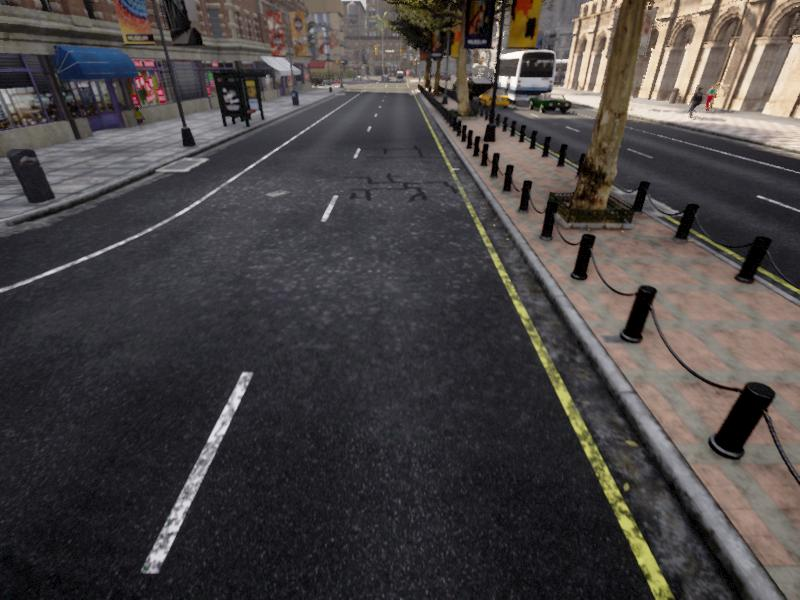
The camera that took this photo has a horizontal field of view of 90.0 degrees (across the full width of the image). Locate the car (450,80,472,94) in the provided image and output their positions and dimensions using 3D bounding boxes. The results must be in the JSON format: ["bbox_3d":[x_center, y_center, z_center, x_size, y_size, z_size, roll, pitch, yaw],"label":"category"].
[{"bbox_3d":[8.012,-28.243,52.977,2.128,1.511,4.902,0,30,0],"label":"car"}]

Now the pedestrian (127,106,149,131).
[{"bbox_3d":[-13.500,-9.367,20.655,0.500,1.100,0.500,1,30,2],"label":"pedestrian"}]

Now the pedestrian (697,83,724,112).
[{"bbox_3d":[22.824,-14.933,29.460,0.751,1.860,0.751,1,30,1],"label":"pedestrian"}]

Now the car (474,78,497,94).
[{"bbox_3d":[11.516,-28.879,53.954,2.033,1.649,4.856,0,30,0],"label":"car"}]

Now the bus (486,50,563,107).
[{"bbox_3d":[11.380,-21.194,38.171,3.944,4.253,10.273,0,30,0],"label":"bus"}]

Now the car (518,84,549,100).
[{"bbox_3d":[14.761,-23.225,44.579,1.895,1.301,4.718,0,30,0],"label":"car"}]

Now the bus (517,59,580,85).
[{"bbox_3d":[28.961,-44.841,78.734,10.273,4.253,3.944,0,30,0],"label":"bus"}]

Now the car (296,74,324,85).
[{"bbox_3d":[-17.077,-41.952,76.117,4.605,1.855,1.932,1,30,1],"label":"car"}]

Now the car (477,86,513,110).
[{"bbox_3d":[8.011,-17.315,34.167,1.801,1.575,5.366,0,30,0],"label":"car"}]

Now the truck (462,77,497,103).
[{"bbox_3d":[8.011,-21.617,41.031,2.390,2.098,6.274,0,30,0],"label":"truck"}]

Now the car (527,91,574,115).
[{"bbox_3d":[11.510,-15.285,30.969,1.895,1.301,4.718,0,30,0],"label":"car"}]

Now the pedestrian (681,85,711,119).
[{"bbox_3d":[18.559,-12.388,25.093,0.751,1.860,0.751,2,30,4],"label":"pedestrian"}]

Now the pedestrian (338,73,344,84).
[{"bbox_3d":[-12.091,-45.446,82.078,0.751,1.860,0.751,8,31,14],"label":"pedestrian"}]
